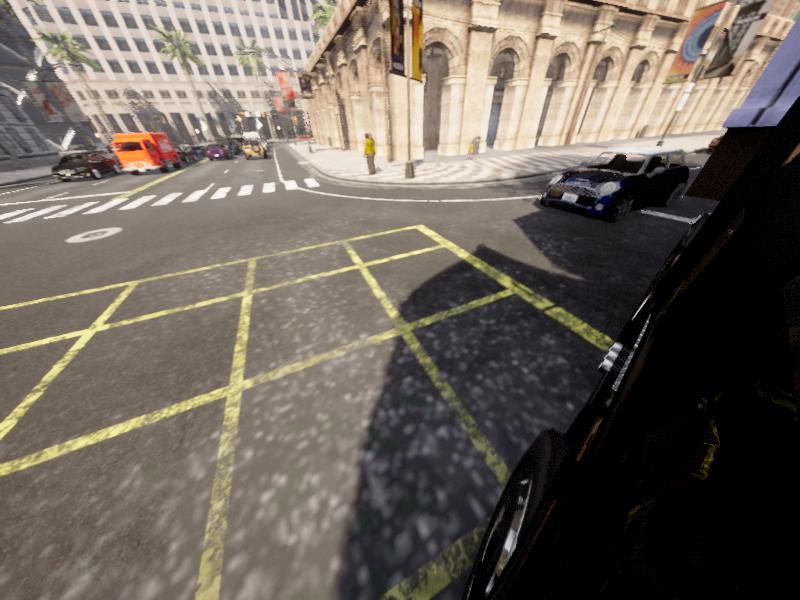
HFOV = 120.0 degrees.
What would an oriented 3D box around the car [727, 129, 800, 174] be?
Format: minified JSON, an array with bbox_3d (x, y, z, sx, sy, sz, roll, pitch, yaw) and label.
[{"bbox_3d":[18.041,-6.935,10.646,4.181,1.385,1.994,-17,39,-18],"label":"car"}]

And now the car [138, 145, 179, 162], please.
[{"bbox_3d":[-28.401,-17.374,27.333,1.994,1.385,4.181,-17,39,-18],"label":"car"}]

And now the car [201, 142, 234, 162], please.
[{"bbox_3d":[-19.300,-15.801,24.603,1.816,1.474,4.193,-17,39,-18],"label":"car"}]

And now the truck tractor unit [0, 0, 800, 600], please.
[{"bbox_3d":[2.645,-0.295,0.351,6.516,4.208,3.053,-28,44,-30],"label":"truck tractor unit"}]

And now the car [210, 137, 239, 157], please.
[{"bbox_3d":[-21.753,-19.151,28.864,1.905,1.878,3.866,-17,39,-18],"label":"car"}]

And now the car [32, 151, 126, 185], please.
[{"bbox_3d":[-22.257,-9.515,16.394,1.837,1.490,4.892,-17,39,-18],"label":"car"}]

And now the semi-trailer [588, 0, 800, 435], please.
[{"bbox_3d":[9.370,-3.031,3.426,14.254,4.402,2.717,-20,40,-21],"label":"semi-trailer"}]

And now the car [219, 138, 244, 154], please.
[{"bbox_3d":[-24.582,-22.689,33.953,1.930,1.638,5.238,-16,39,-18],"label":"car"}]

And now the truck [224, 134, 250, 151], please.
[{"bbox_3d":[-27.944,-27.254,39.852,2.390,2.098,6.274,-17,39,-18],"label":"truck"}]

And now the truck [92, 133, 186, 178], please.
[{"bbox_3d":[-19.395,-11.244,17.711,2.627,2.467,5.204,-17,39,-19],"label":"truck"}]

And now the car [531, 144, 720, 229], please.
[{"bbox_3d":[6.132,-3.374,6.527,3.806,1.475,1.970,-17,39,-18],"label":"car"}]

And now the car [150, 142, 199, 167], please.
[{"bbox_3d":[-22.333,-14.686,23.162,1.930,1.638,5.238,-17,39,-18],"label":"car"}]

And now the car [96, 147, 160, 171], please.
[{"bbox_3d":[-25.333,-13.389,21.821,2.033,1.411,5.357,-17,39,-18],"label":"car"}]

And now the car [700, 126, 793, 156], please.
[{"bbox_3d":[22.516,-10.410,15.056,4.718,1.301,1.895,-17,39,-18],"label":"car"}]

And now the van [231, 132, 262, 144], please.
[{"bbox_3d":[-40.873,-43.336,61.761,6.366,2.431,2.351,-17,39,-18],"label":"van"}]

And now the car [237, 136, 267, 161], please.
[{"bbox_3d":[-15.315,-15.894,24.156,1.932,1.855,4.605,-18,40,-19],"label":"car"}]

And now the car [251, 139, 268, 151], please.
[{"bbox_3d":[-22.426,-24.912,37.071,1.895,1.301,4.718,-17,39,-18],"label":"car"}]

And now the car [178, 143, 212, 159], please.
[{"bbox_3d":[-25.380,-18.574,28.748,1.994,1.385,4.181,-16,39,-17],"label":"car"}]

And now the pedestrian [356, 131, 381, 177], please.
[{"bbox_3d":[-1.575,-7.315,11.624,0.751,1.860,0.751,-28,44,-30],"label":"pedestrian"}]

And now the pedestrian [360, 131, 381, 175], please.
[{"bbox_3d":[-1.537,-7.712,12.151,0.751,1.860,0.751,-12,38,-12],"label":"pedestrian"}]

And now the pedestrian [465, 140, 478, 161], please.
[{"bbox_3d":[4.742,-9.866,15.276,0.500,1.100,0.500,-7,37,-6],"label":"pedestrian"}]
